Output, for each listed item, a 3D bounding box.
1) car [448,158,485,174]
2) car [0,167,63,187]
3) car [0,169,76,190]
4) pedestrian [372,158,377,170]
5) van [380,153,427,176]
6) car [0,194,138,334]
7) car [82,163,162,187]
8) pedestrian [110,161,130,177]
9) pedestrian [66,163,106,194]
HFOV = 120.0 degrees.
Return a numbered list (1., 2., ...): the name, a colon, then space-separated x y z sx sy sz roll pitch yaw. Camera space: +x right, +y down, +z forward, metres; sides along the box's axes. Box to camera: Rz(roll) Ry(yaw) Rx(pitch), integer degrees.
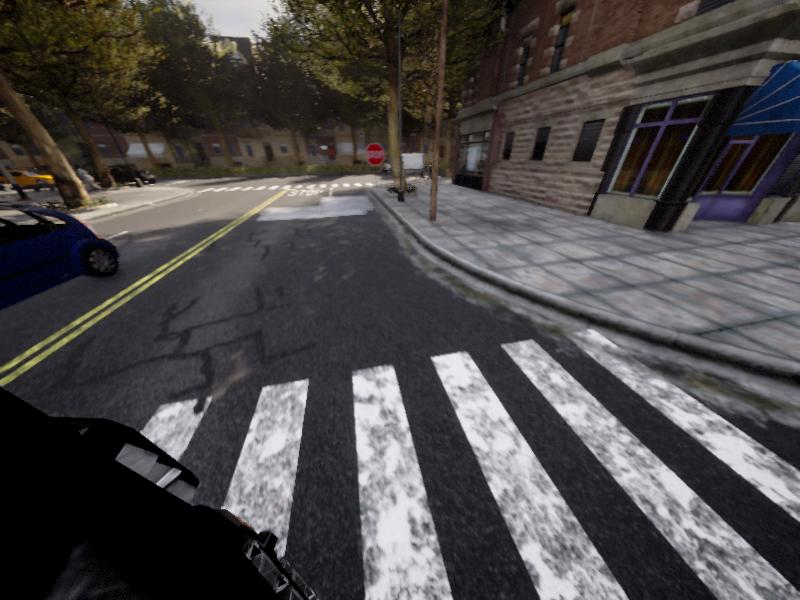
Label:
1. car: 9.449 -19.277 33.118 4.605 1.855 1.932 -7 33 -10
2. car: -39.761 -13.037 24.466 3.988 1.617 1.851 -7 32 -10
3. car: -35.668 -11.624 22.177 5.008 1.535 1.882 -7 33 -10
4. pedestrian: -4.345 -23.176 39.358 0.751 1.860 0.751 -7 33 -10
5. van: 0.410 -18.433 31.345 5.915 2.561 1.988 -7 32 -10
6. car: -7.138 -0.438 3.548 1.851 1.617 3.988 -6 32 -8
7. car: -27.946 -12.730 23.454 4.605 1.855 1.932 -7 33 -10
8. pedestrian: -38.680 -18.087 31.963 0.751 1.860 0.751 -3 32 -3
9. pedestrian: -22.558 -8.748 16.637 0.751 1.860 0.751 -14 34 -21
